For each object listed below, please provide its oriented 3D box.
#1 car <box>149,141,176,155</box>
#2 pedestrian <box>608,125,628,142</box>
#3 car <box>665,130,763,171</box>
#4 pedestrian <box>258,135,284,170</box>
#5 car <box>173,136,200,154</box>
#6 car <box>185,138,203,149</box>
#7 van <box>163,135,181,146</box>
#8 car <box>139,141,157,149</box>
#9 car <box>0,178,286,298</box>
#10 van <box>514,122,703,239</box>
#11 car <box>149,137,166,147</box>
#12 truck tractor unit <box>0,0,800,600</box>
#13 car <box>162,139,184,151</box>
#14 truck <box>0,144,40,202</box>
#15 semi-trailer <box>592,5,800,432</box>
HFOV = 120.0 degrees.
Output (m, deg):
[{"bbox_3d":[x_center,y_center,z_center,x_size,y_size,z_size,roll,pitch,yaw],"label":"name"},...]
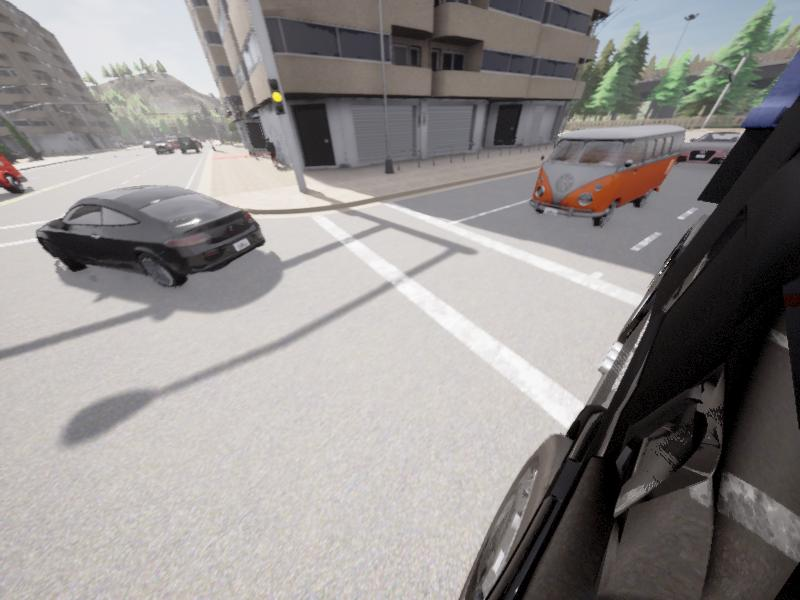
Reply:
[{"bbox_3d":[-38.263,-24.681,37.412,2.038,1.542,4.974,-23,41,-25],"label":"car"},{"bbox_3d":[21.033,-16.044,22.306,0.751,1.300,0.751,-23,42,-25],"label":"pedestrian"},{"bbox_3d":[16.065,-7.760,11.837,4.181,1.385,1.994,-23,42,-25],"label":"car"},{"bbox_3d":[-8.425,-9.679,15.147,0.751,1.860,0.751,-26,43,-28],"label":"pedestrian"},{"bbox_3d":[-33.702,-24.665,36.694,2.150,2.045,5.566,-23,42,-25],"label":"car"},{"bbox_3d":[-42.817,-32.536,48.108,2.242,1.667,4.611,-23,42,-25],"label":"car"},{"bbox_3d":[-69.121,-48.494,70.123,2.351,2.431,6.366,-23,42,-25],"label":"van"},{"bbox_3d":[-63.097,-38.973,57.920,2.163,1.488,4.792,-23,42,-25],"label":"car"},{"bbox_3d":[-5.125,-1.488,4.714,4.674,1.442,1.812,9,39,14],"label":"car"},{"bbox_3d":[5.450,-3.394,6.161,4.442,1.987,1.775,-24,42,-25],"label":"van"},{"bbox_3d":[-71.357,-46.495,67.934,2.150,2.045,5.566,-23,42,-25],"label":"car"},{"bbox_3d":[2.645,-0.295,0.351,6.516,4.208,3.053,-28,44,-30],"label":"truck tractor unit"},{"bbox_3d":[-45.975,-31.507,46.922,2.242,1.667,4.611,-23,42,-25],"label":"car"},{"bbox_3d":[-20.813,-5.774,10.490,2.627,2.467,5.204,-23,42,-25],"label":"truck"},{"bbox_3d":[9.019,-3.363,3.885,14.254,4.402,2.717,-24,42,-26],"label":"semi-trailer"}]
